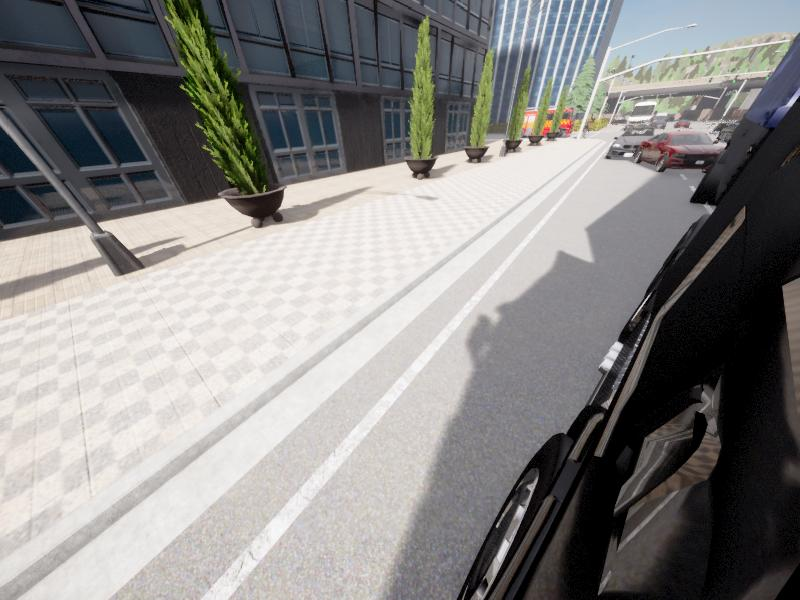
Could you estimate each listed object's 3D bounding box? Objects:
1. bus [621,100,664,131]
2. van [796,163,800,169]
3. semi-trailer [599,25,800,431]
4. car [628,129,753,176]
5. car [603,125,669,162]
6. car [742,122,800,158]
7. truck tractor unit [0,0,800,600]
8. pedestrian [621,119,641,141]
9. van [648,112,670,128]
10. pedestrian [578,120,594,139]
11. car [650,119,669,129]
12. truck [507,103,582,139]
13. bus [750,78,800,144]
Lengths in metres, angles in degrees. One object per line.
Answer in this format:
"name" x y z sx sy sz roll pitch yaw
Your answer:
"bus" 47.630 -36.322 45.657 3.944 4.253 10.273 24 44 31
"van" 17.144 -5.094 7.358 2.351 2.431 6.366 24 44 31
"semi-trailer" 8.614 -3.661 4.309 14.254 4.402 2.717 -29 44 -31
"car" 13.698 -7.445 11.450 1.882 1.535 5.008 13 39 20
"car" 15.158 -10.225 14.973 2.242 1.667 4.611 24 44 32
"car" 23.439 -9.641 13.809 2.128 1.511 4.902 24 45 31
"truck tractor unit" 2.645 -0.295 0.351 6.516 4.208 3.053 -28 44 -30
"pedestrian" 25.455 -18.717 25.469 0.751 1.860 0.751 12 39 19
"van" 55.760 -38.730 49.801 1.988 2.561 5.915 24 44 31
"pedestrian" 23.031 -21.185 28.660 0.751 1.860 0.751 -26 43 -28
"car" 50.960 -34.510 45.374 1.812 1.442 4.674 24 44 31
"truck" 21.653 -27.032 35.209 8.468 3.827 2.891 25 45 32
"bus" 35.079 -16.174 19.535 10.273 4.253 3.944 -32 45 -33
